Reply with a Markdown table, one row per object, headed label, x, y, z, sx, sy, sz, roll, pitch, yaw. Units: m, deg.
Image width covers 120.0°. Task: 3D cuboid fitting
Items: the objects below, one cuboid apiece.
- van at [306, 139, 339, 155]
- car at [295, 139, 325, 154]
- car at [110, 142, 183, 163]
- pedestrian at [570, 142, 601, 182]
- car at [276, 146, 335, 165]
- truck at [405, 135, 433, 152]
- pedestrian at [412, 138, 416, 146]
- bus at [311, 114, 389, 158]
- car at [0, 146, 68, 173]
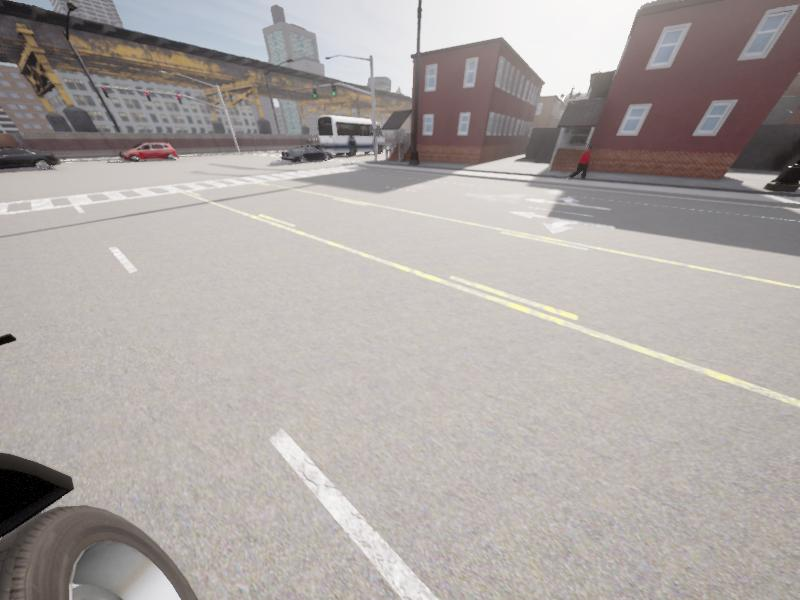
| label | x | y | z | sx | sy | sz | roll | pitch | yaw |
| --- | --- | --- | --- | --- | --- | --- | --- | --- | --- |
| van | -11.980 | -23.901 | 35.928 | 1.775 | 1.987 | 4.442 | 23 | 41 | 29 |
| car | -14.691 | -25.155 | 37.768 | 1.905 | 1.878 | 3.866 | 23 | 41 | 29 |
| car | -26.685 | -15.707 | 24.500 | 2.242 | 1.667 | 4.611 | 23 | 41 | 29 |
| pedestrian | 10.549 | -7.867 | 13.187 | 0.751 | 1.860 | 0.751 | 22 | 41 | 28 |
| car | -9.681 | -15.237 | 24.192 | 2.033 | 1.411 | 5.357 | 23 | 41 | 29 |
| truck | 3.609 | -29.450 | 43.466 | 2.627 | 2.467 | 5.204 | 23 | 41 | 29 |
| pedestrian | 4.034 | -45.827 | 66.878 | 0.751 | 1.860 | 0.751 | 22 | 41 | 28 |
| bus | -6.310 | -22.558 | 32.093 | 3.944 | 4.253 | 10.273 | 23 | 41 | 29 |
| car | -29.060 | -10.380 | 17.094 | 1.837 | 1.490 | 4.892 | 23 | 42 | 29 |
